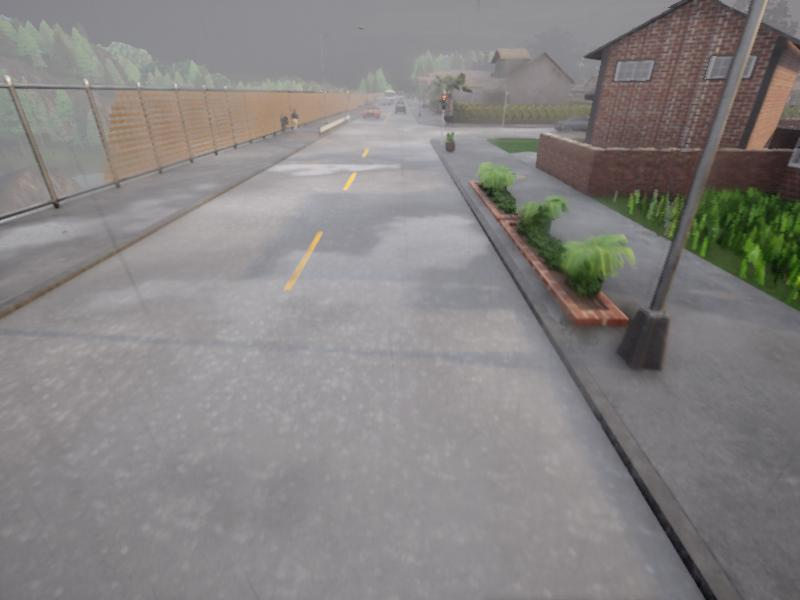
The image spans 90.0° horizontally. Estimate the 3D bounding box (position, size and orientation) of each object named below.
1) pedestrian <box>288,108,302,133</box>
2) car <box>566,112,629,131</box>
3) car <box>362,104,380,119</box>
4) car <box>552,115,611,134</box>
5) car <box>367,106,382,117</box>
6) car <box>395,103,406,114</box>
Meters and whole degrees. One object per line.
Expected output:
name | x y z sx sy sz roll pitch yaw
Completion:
pedestrian | -8.586 -14.737 32.841 0.751 1.860 0.751 1 27 1
car | 19.113 -17.408 38.915 5.008 1.535 1.882 1 27 1
car | -3.878 -25.822 54.763 2.097 1.767 4.553 0 27 0
car | 15.999 -15.551 35.464 4.181 1.385 1.994 0 27 0
car | -3.904 -28.991 61.383 1.994 1.385 4.181 0 27 0
car | 0.117 -33.952 70.867 1.882 1.535 5.008 0 28 0
